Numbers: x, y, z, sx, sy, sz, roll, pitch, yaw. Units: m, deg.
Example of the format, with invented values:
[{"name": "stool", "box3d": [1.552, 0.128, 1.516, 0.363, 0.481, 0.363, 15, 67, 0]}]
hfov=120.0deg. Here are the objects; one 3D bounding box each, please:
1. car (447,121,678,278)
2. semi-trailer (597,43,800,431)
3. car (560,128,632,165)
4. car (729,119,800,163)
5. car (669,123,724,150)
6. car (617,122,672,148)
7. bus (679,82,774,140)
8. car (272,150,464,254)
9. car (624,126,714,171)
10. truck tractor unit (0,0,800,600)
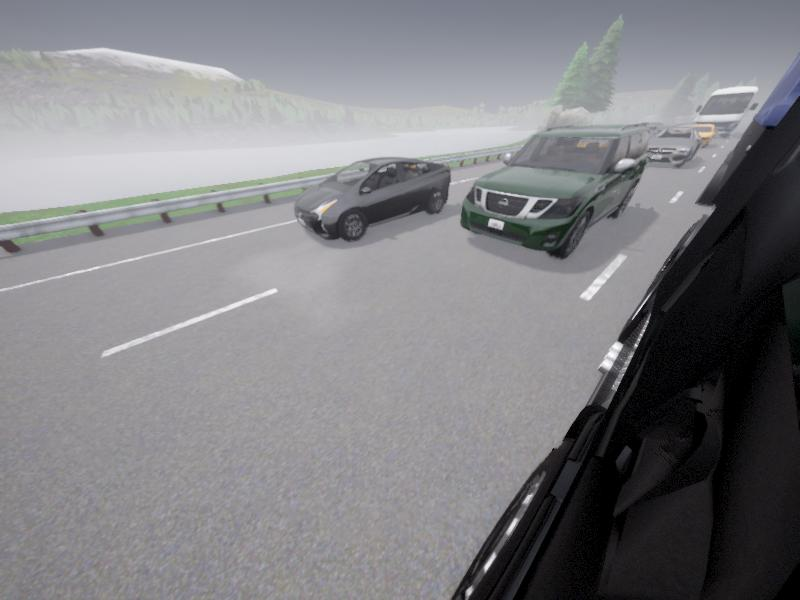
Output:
[{"name": "car", "box3d": [3.874, -2.809, 5.435, 5.566, 2.045, 2.150, -28, 44, -30]}, {"name": "semi-trailer", "box3d": [8.700, -3.590, 4.245, 14.254, 4.402, 2.717, -28, 44, -30]}, {"name": "car", "box3d": [12.856, -10.135, 15.085, 5.366, 1.575, 1.801, -28, 44, -30]}, {"name": "car", "box3d": [21.208, -9.159, 13.168, 4.553, 1.767, 2.097, -28, 44, -30]}, {"name": "car", "box3d": [24.153, -13.365, 18.818, 5.008, 1.535, 1.882, -28, 44, -30]}, {"name": "car", "box3d": [22.797, -15.455, 21.544, 4.611, 1.667, 2.242, -29, 44, -29]}, {"name": "bus", "box3d": [36.204, -20.774, 25.770, 10.273, 4.253, 3.944, -28, 44, -30]}, {"name": "car", "box3d": [-0.583, -2.978, 6.331, 4.514, 1.525, 2.007, -28, 44, -30]}, {"name": "car", "box3d": [14.836, -8.452, 12.711, 5.027, 1.651, 2.152, -28, 44, -30]}, {"name": "truck tractor unit", "box3d": [2.645, -0.295, 0.351, 6.516, 4.208, 3.053, -28, 44, -30]}]
